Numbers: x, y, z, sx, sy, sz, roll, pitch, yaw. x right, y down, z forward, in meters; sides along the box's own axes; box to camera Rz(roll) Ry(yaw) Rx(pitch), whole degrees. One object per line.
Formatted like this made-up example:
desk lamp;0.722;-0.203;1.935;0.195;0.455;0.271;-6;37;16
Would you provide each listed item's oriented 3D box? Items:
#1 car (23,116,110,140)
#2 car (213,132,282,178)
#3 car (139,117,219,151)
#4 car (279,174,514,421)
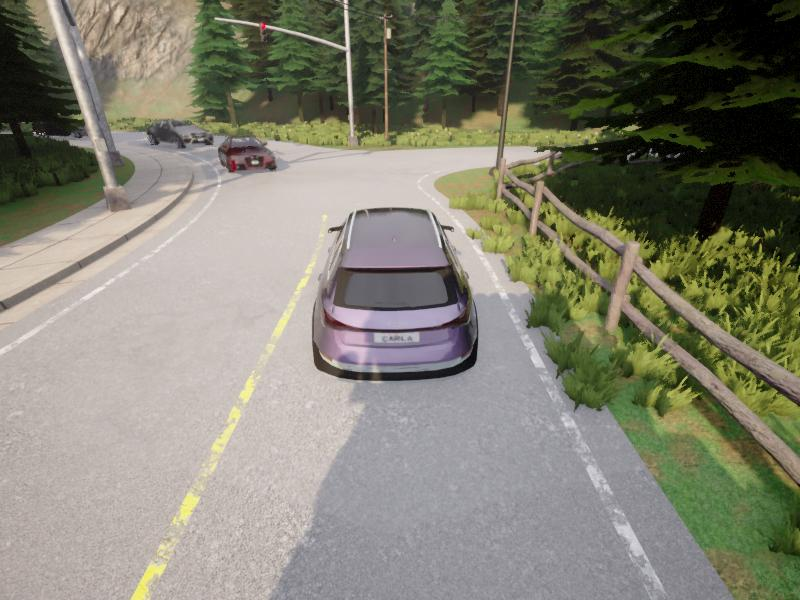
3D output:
car;-25.609;-13.254;30.797;4.902;1.511;2.128;5;28;9
car;-6.999;-6.677;18.145;1.994;1.385;4.181;-14;30;-26
car;-14.449;-10.901;26.089;5.027;1.651;2.152;18;32;31
car;-0.114;-0.592;5.995;2.033;1.649;4.856;-1;27;-2
